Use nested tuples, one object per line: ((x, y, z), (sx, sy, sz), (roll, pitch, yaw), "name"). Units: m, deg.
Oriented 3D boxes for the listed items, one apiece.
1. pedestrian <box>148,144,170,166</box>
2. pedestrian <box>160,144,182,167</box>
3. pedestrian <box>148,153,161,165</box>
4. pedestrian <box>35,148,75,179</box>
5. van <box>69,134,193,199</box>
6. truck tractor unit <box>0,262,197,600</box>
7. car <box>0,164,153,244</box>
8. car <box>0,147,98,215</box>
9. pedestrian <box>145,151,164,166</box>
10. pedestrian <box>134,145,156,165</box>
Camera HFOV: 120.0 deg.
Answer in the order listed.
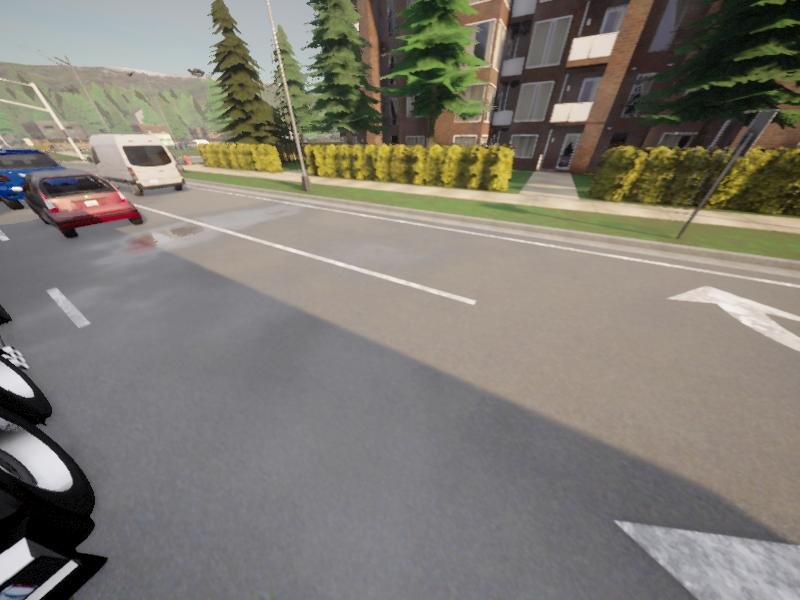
((-24.878, -15.008, 23.866), (0.751, 1.860, 0.751), (21, 40, 28), "pedestrian")
((-22.526, -14.264, 22.776), (0.751, 1.860, 0.751), (-15, 37, -20), "pedestrian")
((-28.333, -16.280, 26.666), (0.500, 1.100, 0.500), (19, 39, 26), "pedestrian")
((-25.118, -9.942, 16.855), (0.751, 1.860, 0.751), (18, 39, 24), "pedestrian")
((-14.304, -7.235, 12.314), (5.915, 2.561, 1.988), (18, 39, 24), "van")
((-5.115, -0.293, 0.796), (6.516, 4.208, 3.053), (18, 39, 25), "truck tractor unit")
((-10.351, -3.235, 7.344), (3.988, 1.617, 1.851), (18, 39, 25), "car")
((-16.514, -5.440, 10.186), (5.566, 2.045, 2.150), (18, 39, 24), "car")
((-24.814, -14.329, 23.380), (0.751, 1.300, 0.751), (24, 41, 30), "pedestrian")
((-28.465, -16.161, 25.823), (0.751, 1.860, 0.751), (19, 39, 25), "pedestrian")
